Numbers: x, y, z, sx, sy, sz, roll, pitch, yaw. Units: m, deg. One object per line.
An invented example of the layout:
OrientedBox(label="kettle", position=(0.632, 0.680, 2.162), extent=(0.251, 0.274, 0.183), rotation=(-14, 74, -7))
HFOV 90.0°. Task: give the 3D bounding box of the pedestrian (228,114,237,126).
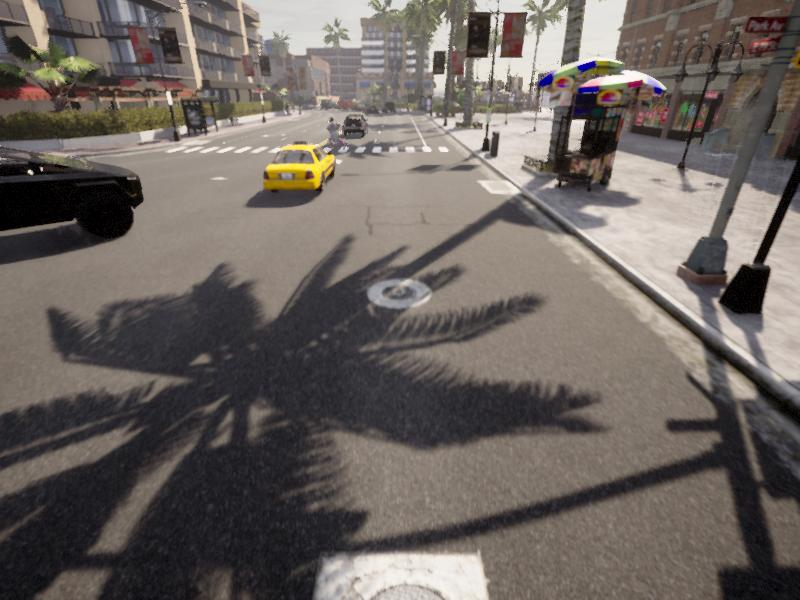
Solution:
OrientedBox(label="pedestrian", position=(-16.727, -17.914, 39.869), extent=(0.500, 1.100, 0.500), rotation=(1, 27, 2))

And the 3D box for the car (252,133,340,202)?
OrientedBox(label="car", position=(-3.525, -5.048, 14.715), extent=(1.801, 1.575, 5.366), rotation=(0, 27, 0))

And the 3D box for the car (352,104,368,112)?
OrientedBox(label="car", position=(-7.861, -37.928, 78.873), extent=(1.994, 1.385, 4.181), rotation=(-9, 29, -18))

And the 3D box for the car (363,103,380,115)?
OrientedBox(label="car", position=(-5.073, -33.365, 69.842), extent=(2.242, 1.667, 4.611), rotation=(-6, 28, -11))

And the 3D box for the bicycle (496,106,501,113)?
OrientedBox(label="bicycle", position=(17.015, -32.795, 68.998), extent=(0.373, 1.024, 1.643), rotation=(0, 27, -1))

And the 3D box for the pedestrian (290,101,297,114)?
OrientedBox(label="pedestrian", position=(-17.383, -31.422, 65.312), extent=(0.751, 1.860, 0.751), rotation=(-1, 27, -2))

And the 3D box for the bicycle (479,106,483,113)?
OrientedBox(label="bicycle", position=(13.998, -32.778, 68.962), extent=(0.373, 1.024, 1.643), rotation=(0, 27, -1))

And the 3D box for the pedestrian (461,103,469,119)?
OrientedBox(label="pedestrian", position=(8.419, -24.363, 51.600), extent=(0.751, 1.860, 0.751), rotation=(0, 27, 1))

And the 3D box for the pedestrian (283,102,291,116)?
OrientedBox(label="pedestrian", position=(-16.573, -28.085, 58.822), extent=(0.751, 1.860, 0.751), rotation=(0, 27, 1))

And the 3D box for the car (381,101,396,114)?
OrientedBox(label="car", position=(-2.077, -34.747, 72.166), extent=(1.905, 1.878, 3.866), rotation=(-7, 28, -14))

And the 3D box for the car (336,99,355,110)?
OrientedBox(label="car", position=(-11.965, -42.516, 87.086), extent=(2.150, 2.045, 5.566), rotation=(-14, 30, -25))

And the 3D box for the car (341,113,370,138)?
OrientedBox(label="car", position=(-3.590, -14.328, 32.734), extent=(1.851, 1.617, 3.988), rotation=(0, 27, 0))

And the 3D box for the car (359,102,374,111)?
OrientedBox(label="car", position=(-7.148, -41.444, 85.519), extent=(1.789, 1.549, 3.705), rotation=(-14, 30, -25))

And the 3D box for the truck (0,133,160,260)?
OrientedBox(label="truck", position=(-9.122, -2.133, 8.477), extent=(6.274, 2.098, 2.390), rotation=(-21, 34, -34))

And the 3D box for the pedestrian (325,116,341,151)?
OrientedBox(label="pedestrian", position=(-3.967, -9.925, 23.841), extent=(0.751, 1.860, 0.751), rotation=(-2, 27, -5))

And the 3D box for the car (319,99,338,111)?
OrientedBox(label="car", position=(-15.345, -42.029, 86.136), extent=(2.150, 2.045, 5.566), rotation=(-14, 30, -25))
